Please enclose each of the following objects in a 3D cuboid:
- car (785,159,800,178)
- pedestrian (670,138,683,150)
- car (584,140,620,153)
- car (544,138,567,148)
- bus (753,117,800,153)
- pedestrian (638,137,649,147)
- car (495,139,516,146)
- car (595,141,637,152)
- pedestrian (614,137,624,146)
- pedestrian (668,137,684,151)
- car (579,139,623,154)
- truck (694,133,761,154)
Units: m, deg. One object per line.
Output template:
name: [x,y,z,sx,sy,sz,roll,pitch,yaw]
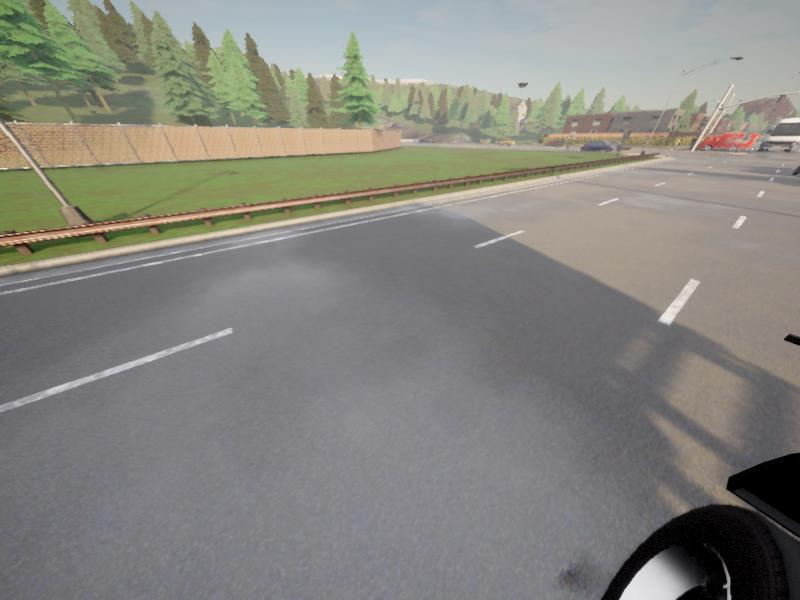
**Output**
car: [27.519,-8.768,14.781,4.902,1.511,2.128,-19,40,-25]
pedestrian: [52.009,-29.387,43.444,0.751,1.860,0.751,29,45,35]
car: [34.136,-26.042,39.123,1.851,1.617,3.988,-22,40,-27]
car: [38.072,-38.618,56.667,1.905,1.878,3.866,-26,42,-31]
bus: [60.863,-25.788,36.232,10.273,4.253,3.944,-22,41,-28]
pedestrian: [55.620,-36.167,52.757,0.751,1.860,0.751,-21,40,-27]
car: [31.433,-47.050,68.949,1.801,1.575,5.366,-20,40,-26]
car: [37.474,-26.769,40.233,2.163,1.488,4.792,-22,41,-27]
pedestrian: [53.125,-38.464,56.036,0.751,1.860,0.751,-22,41,-28]
pedestrian: [44.328,-25.039,37.085,0.751,1.860,0.751,-16,38,-21]
car: [31.857,-24.448,36.721,2.097,1.767,4.553,-22,40,-27]
truck: [50.595,-24.331,35.824,2.627,2.467,5.204,-22,41,-27]
